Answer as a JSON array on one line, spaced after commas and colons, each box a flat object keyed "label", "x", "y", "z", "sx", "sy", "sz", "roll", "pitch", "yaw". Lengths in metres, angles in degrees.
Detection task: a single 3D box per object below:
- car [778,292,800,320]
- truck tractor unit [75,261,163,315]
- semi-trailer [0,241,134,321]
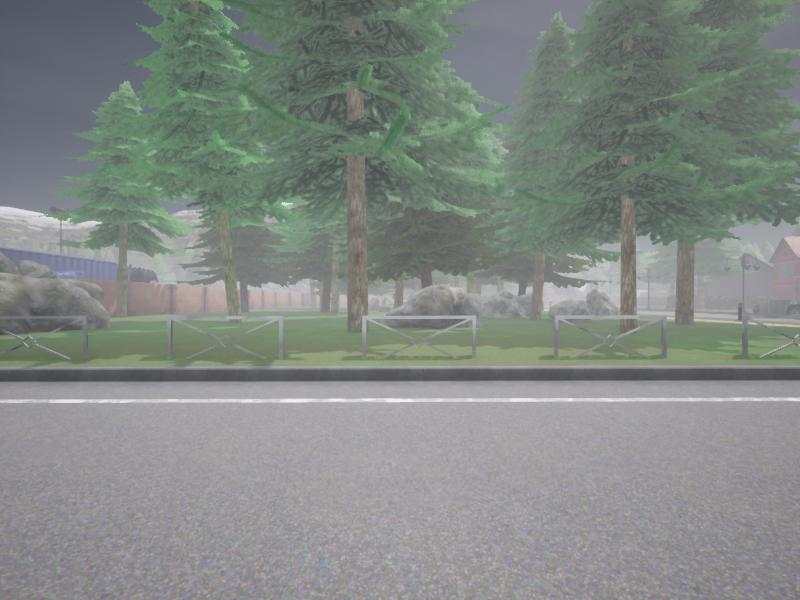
[{"label": "car", "x": 23.992, "y": 0.340, "z": 21.886, "sx": 2.033, "sy": 1.649, "sz": 4.856, "roll": 0, "pitch": 0, "yaw": 0}, {"label": "truck tractor unit", "x": -23.764, "y": -0.925, "z": 34.368, "sx": 3.053, "sy": 4.208, "sz": 6.516, "roll": 0, "pitch": 0, "yaw": -1}, {"label": "semi-trailer", "x": -23.395, "y": -1.022, "z": 26.463, "sx": 2.717, "sy": 4.402, "sz": 14.254, "roll": 0, "pitch": 0, "yaw": -3}]
